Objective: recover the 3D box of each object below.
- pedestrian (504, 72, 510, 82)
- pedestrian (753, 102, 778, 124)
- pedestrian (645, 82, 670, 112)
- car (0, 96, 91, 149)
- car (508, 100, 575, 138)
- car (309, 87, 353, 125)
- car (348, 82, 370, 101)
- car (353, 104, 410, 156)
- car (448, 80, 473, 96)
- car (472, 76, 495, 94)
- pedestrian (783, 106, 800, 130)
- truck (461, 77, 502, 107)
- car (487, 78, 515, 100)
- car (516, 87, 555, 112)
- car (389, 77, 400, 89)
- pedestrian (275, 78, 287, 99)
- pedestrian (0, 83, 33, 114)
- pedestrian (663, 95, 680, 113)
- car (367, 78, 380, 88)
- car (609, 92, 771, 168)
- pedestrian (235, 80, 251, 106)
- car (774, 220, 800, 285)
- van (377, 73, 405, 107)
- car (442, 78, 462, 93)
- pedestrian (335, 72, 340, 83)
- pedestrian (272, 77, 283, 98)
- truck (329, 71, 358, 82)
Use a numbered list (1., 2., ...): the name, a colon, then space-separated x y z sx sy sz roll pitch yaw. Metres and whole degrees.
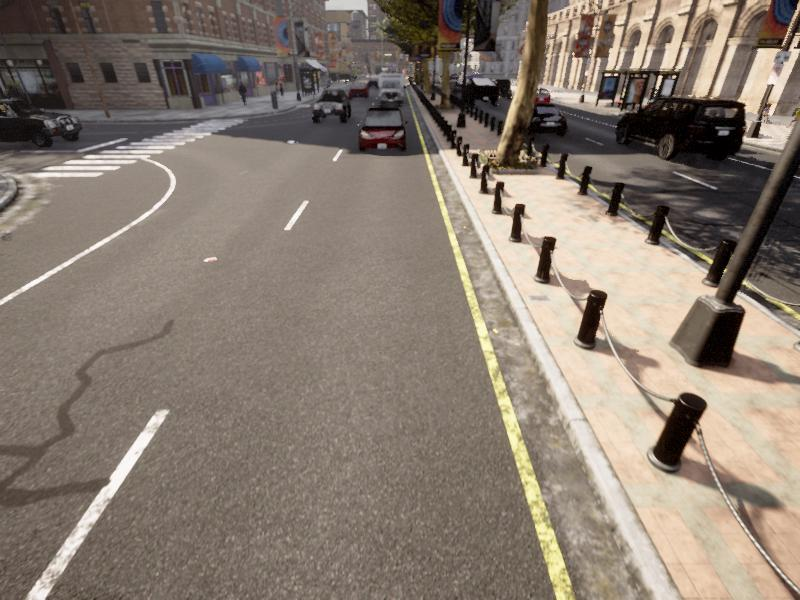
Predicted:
1. pedestrian: 22.328 -46.707 83.716 0.751 1.860 0.751 -27 39 -37
2. pedestrian: 20.850 -10.678 22.835 0.500 1.100 0.500 -9 31 -15
3. pedestrian: 18.324 -14.450 28.534 0.751 1.860 0.751 0 30 0
4. car: -16.716 -7.749 17.392 4.605 1.855 1.932 1 30 0
5. car: 7.286 -9.600 21.072 1.994 1.385 4.181 0 30 0
6. car: -4.222 -12.298 25.187 1.932 1.855 4.605 0 30 0
7. car: -4.282 -22.249 42.542 1.882 1.535 5.008 0 30 0
8. car: -0.700 -7.529 17.417 2.163 1.488 4.792 0 30 0
9. car: 7.201 -25.502 48.135 2.128 1.511 4.902 0 30 0
10. car: 10.691 -27.615 51.389 1.932 1.855 4.605 0 30 0
11. pedestrian: 20.478 -9.387 20.627 0.500 1.100 0.500 3 30 4
12. truck: 7.236 -18.892 36.246 2.390 2.098 6.274 0 30 0
13. car: 10.717 -22.653 42.884 1.905 1.878 3.866 0 30 0
14. car: 10.747 -16.071 31.959 1.789 1.549 3.705 0 30 0
15. car: -0.850 -34.927 64.321 1.812 1.442 4.674 0 30 0
16. pedestrian: -11.743 -20.941 39.634 0.751 1.860 0.751 0 30 0
17. pedestrian: -26.091 -13.697 27.238 0.751 1.860 0.751 0 30 0
18. pedestrian: 19.045 -13.717 28.033 0.500 1.100 0.500 -6 31 -11
19. car: -4.360 -36.609 67.335 1.895 1.301 4.718 0 30 0
20. car: 10.813 -6.864 15.726 2.150 2.045 5.566 0 31 0
21. pedestrian: -12.862 -16.954 32.812 0.751 1.860 0.751 -5 31 -8
22. car: 7.340 0.085 4.381 1.837 1.490 4.892 0 30 0
23. van: -0.765 -19.230 36.496 2.351 2.431 6.366 0 30 0
24. car: 7.175 -30.037 56.058 2.152 1.651 5.027 0 30 0
25. pedestrian: -12.394 -44.221 79.457 0.751 1.860 0.751 0 30 -1
26. pedestrian: -12.554 -21.765 41.043 0.751 1.860 0.751 -4 31 -7
27. truck: -12.866 -51.065 91.274 6.274 2.098 2.390 0 30 0
